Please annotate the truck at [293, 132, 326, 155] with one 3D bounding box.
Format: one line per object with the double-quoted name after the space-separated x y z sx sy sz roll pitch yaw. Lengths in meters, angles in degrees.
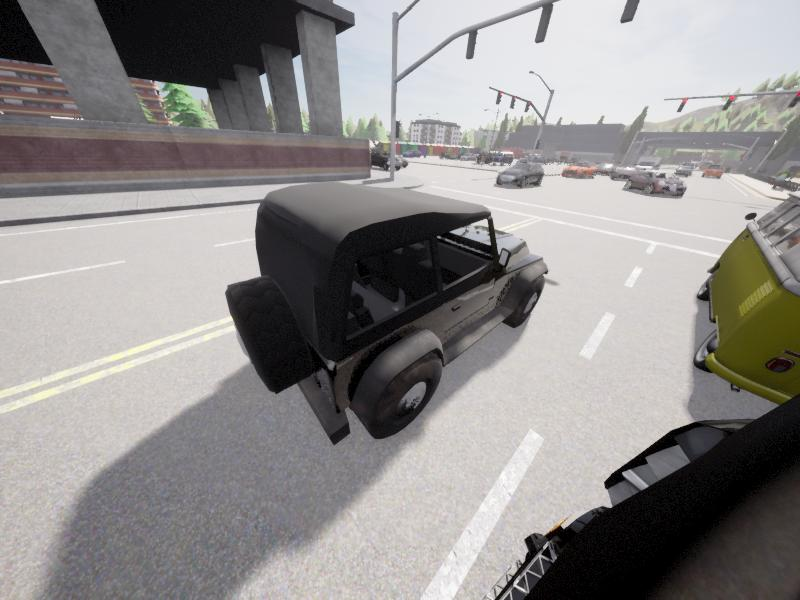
-19.123 -33.071 48.773 2.891 3.827 8.468 -25 42 -35 "truck"

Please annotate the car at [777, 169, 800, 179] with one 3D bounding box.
90.673 -28.491 52.337 1.801 1.575 5.366 -24 42 -35 "car"

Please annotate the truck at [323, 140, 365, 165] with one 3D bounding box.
-7.123 -18.774 29.362 2.627 2.467 5.204 -25 42 -35 "truck"

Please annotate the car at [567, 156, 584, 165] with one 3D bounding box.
46.720 -37.081 61.372 4.605 1.855 1.932 -24 42 -35 "car"

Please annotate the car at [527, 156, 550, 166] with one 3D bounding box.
28.813 -28.858 47.936 4.611 1.667 2.242 -24 42 -35 "car"

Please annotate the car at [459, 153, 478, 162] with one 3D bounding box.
14.795 -30.865 50.030 3.806 1.475 1.970 -24 42 -35 "car"

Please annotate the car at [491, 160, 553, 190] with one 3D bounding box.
9.276 -9.516 17.460 4.856 1.649 2.033 -24 42 -35 "car"

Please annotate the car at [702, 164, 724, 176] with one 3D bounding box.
63.707 -26.551 47.080 3.866 1.878 1.905 -24 42 -35 "car"

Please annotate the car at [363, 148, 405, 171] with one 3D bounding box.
-1.824 -15.034 24.668 1.932 1.855 4.605 -25 42 -35 "car"

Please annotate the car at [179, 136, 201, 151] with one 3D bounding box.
-35.281 -26.260 38.795 1.905 1.878 3.866 -24 42 -35 "car"

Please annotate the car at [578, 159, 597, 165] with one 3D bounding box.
57.009 -41.895 70.126 1.970 1.475 3.806 -24 42 -34 "car"

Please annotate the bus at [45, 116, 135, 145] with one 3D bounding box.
-65.296 -36.015 49.422 10.273 4.253 3.944 -24 42 -35 "bus"

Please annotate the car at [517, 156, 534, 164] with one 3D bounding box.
29.939 -33.444 55.062 3.806 1.475 1.970 -24 42 -35 "car"

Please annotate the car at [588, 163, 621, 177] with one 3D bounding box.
28.534 -18.174 32.150 4.792 1.488 2.163 -24 42 -35 "car"

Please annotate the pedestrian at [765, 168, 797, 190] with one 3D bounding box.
38.144 -12.158 23.148 0.751 1.860 0.751 -25 42 -35 "pedestrian"

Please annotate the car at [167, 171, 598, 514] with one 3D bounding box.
0.274 -0.350 2.783 3.866 1.878 1.905 -24 42 -35 "car"

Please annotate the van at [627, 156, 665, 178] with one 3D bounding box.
35.607 -19.190 33.357 6.366 2.431 2.351 -24 42 -35 "van"

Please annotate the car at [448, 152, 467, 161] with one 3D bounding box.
12.890 -32.161 51.782 3.905 1.438 1.784 -24 42 -35 "car"

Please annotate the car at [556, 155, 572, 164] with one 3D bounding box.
44.854 -38.367 63.174 3.866 1.878 1.905 -24 42 -35 "car"

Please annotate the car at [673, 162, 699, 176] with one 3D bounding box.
52.886 -24.285 42.694 5.566 2.045 2.150 -24 42 -35 "car"

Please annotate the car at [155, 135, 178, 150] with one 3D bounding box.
-37.489 -25.263 37.126 1.905 1.878 3.866 -24 42 -35 "car"

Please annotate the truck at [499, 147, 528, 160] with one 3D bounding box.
41.494 -53.773 84.642 2.891 3.827 8.468 -23 41 -33 "truck"

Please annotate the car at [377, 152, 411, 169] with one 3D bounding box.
-0.824 -17.119 28.247 1.816 1.474 4.193 -25 42 -35 "car"

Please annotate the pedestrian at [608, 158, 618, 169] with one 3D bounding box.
44.906 -28.791 48.724 0.751 1.860 0.751 -26 43 -36 "pedestrian"

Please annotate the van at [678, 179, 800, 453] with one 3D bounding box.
5.427 -0.147 2.780 4.442 1.987 1.775 -24 42 -35 "van"

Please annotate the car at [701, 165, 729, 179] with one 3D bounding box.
53.146 -21.725 39.083 4.553 1.767 2.097 -24 42 -35 "car"

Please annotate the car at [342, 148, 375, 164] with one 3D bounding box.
-5.932 -20.547 32.874 1.930 1.638 5.238 -25 42 -35 "car"

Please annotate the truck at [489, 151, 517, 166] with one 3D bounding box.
17.533 -23.980 39.253 4.478 2.038 2.069 -24 42 -35 "truck"

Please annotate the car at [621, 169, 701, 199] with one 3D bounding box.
18.713 -8.569 16.885 1.970 1.475 3.806 9 34 10 "car"

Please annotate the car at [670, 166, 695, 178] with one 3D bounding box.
47.207 -21.428 38.543 5.357 1.411 2.033 -25 42 -35 "car"

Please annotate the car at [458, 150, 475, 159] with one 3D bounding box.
18.752 -41.028 65.206 4.605 1.855 1.932 -24 42 -35 "car"

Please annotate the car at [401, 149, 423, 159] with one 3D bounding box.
2.694 -33.640 53.166 4.611 1.667 2.242 -24 42 -35 "car"

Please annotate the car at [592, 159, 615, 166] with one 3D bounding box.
63.875 -43.275 72.494 2.033 1.649 4.856 -23 42 -34 "car"

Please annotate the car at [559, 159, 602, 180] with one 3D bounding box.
20.516 -14.874 26.281 4.553 1.767 2.097 -21 40 -31 "car"

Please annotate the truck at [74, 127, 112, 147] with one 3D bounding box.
-51.751 -27.608 39.111 2.615 2.467 5.204 -24 42 -35 "truck"

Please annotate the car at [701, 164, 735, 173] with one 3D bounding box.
83.655 -34.680 60.830 1.932 1.855 4.605 -1 34 -6 "car"

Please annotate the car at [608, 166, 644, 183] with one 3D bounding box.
25.389 -14.107 25.885 4.181 1.385 1.994 -25 43 -35 "car"

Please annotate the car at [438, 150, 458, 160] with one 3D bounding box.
11.093 -33.497 53.278 4.605 1.855 1.932 -24 42 -35 "car"

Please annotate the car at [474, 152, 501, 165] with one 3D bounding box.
15.569 -25.148 41.036 4.605 1.855 1.932 -24 42 -35 "car"

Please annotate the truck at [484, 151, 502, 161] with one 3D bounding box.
24.211 -37.521 60.163 4.478 2.038 2.069 -24 42 -35 "truck"

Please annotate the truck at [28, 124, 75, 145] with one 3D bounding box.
-54.986 -26.147 36.665 2.615 2.467 5.204 -24 42 -35 "truck"
